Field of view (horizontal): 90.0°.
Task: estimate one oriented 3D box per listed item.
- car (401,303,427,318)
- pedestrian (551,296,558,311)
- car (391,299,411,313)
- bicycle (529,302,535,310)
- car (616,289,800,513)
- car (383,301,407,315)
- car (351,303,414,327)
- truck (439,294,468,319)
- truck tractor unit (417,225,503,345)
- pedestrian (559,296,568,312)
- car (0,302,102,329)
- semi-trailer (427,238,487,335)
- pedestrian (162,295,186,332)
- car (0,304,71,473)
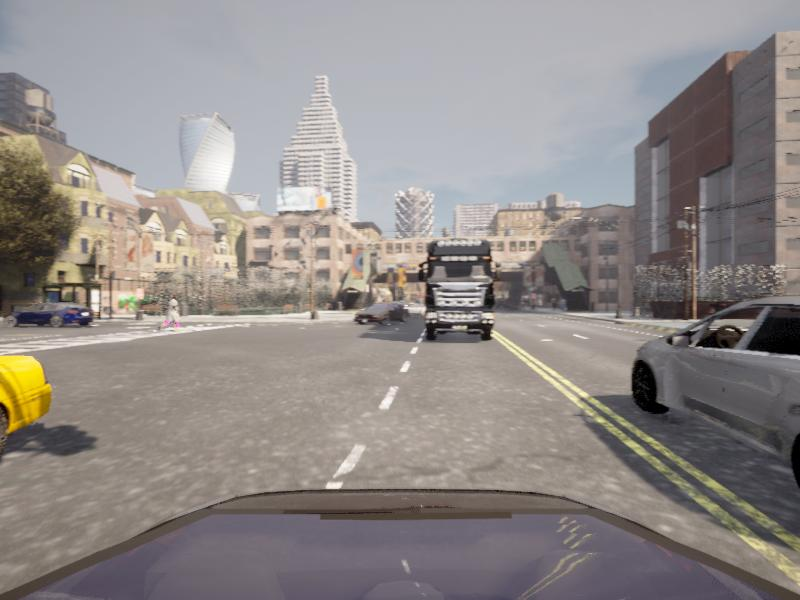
[{"bbox_3d":[1.398,0.955,37.238,1.895,1.301,4.718,0,0,8],"label":"car"},{"bbox_3d":[20.175,0.466,52.356,0.751,1.860,0.751,0,0,12],"label":"pedestrian"},{"bbox_3d":[0.176,0.717,51.964,2.185,1.767,4.553,0,0,7],"label":"car"},{"bbox_3d":[19.908,0.899,60.278,0.373,1.024,1.643,10,1,7],"label":"bicycle"},{"bbox_3d":[4.279,0.751,4.059,2.242,1.667,4.611,0,0,9],"label":"car"},{"bbox_3d":[-0.470,0.841,45.570,2.097,1.535,5.008,0,0,7],"label":"car"},{"bbox_3d":[-1.036,0.906,27.130,2.033,1.411,5.357,0,0,25],"label":"car"},{"bbox_3d":[4.835,0.546,36.280,2.390,2.098,6.274,0,0,7],"label":"truck"},{"bbox_3d":[2.530,-0.523,17.525,3.053,4.208,6.516,0,0,7],"label":"truck tractor unit"},{"bbox_3d":[19.491,0.465,47.716,0.751,1.860,0.751,0,0,7],"label":"pedestrian"},{"bbox_3d":[-21.256,0.901,24.326,4.792,1.488,2.163,0,0,6],"label":"car"},{"bbox_3d":[3.528,-0.617,25.377,2.717,4.402,14.254,0,0,7],"label":"semi-trailer"},{"bbox_3d":[-11.581,0.667,20.494,0.751,1.860,0.751,0,0,14],"label":"pedestrian"},{"bbox_3d":[-4.235,0.814,2.045,1.801,1.575,5.366,0,0,-14],"label":"car"}]
